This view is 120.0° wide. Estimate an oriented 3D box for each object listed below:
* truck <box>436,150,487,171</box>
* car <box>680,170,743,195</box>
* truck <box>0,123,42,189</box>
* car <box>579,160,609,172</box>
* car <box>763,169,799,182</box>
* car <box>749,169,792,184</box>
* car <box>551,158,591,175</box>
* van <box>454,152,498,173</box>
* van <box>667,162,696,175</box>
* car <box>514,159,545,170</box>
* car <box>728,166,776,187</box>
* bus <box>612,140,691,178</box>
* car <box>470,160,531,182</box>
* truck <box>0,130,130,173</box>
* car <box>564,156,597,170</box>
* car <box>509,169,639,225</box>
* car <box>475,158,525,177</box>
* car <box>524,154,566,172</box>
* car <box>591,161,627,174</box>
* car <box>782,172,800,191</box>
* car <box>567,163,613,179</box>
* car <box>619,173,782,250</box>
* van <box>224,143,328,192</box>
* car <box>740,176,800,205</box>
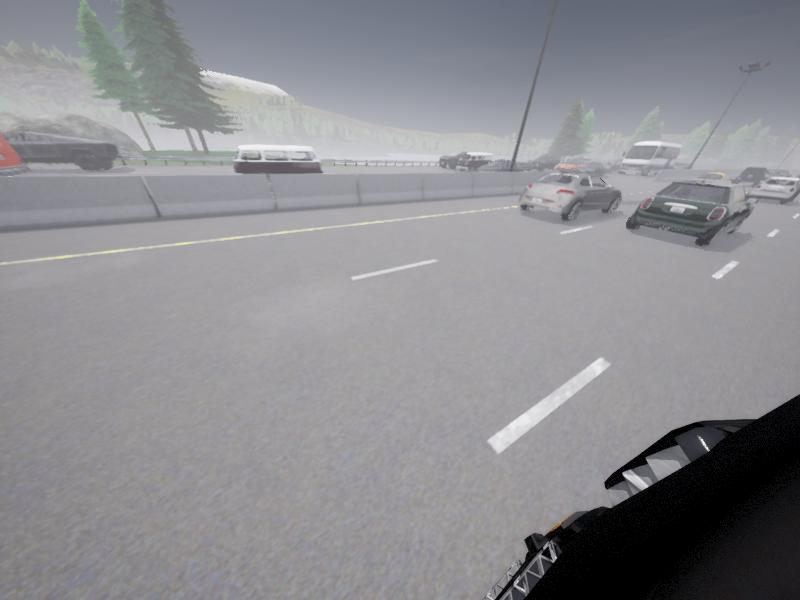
[{"bbox_3d":[8.143,-18.377,30.432,6.274,2.098,2.390,-16,38,-26],"label":"truck"},{"bbox_3d":[26.428,-10.029,19.560,5.366,1.575,1.801,-16,38,-26],"label":"car"},{"bbox_3d":[-20.198,-5.945,9.300,5.204,2.467,2.627,-16,38,-26],"label":"truck"},{"bbox_3d":[33.778,-23.261,40.142,4.514,1.525,2.007,-16,38,-26],"label":"car"},{"bbox_3d":[60.918,-19.943,36.936,4.856,1.649,2.033,-16,38,-26],"label":"car"},{"bbox_3d":[51.946,-17.382,32.395,4.611,1.667,2.242,-16,38,-26],"label":"car"},{"bbox_3d":[23.132,-18.090,31.328,4.553,1.767,2.097,-16,38,-26],"label":"car"},{"bbox_3d":[9.069,-16.389,27.541,4.480,2.038,2.069,-16,38,-26],"label":"van"},{"bbox_3d":[51.376,-24.042,42.131,4.442,1.987,1.775,-17,38,-25],"label":"van"},{"bbox_3d":[20.758,-21.663,37.018,4.718,1.301,1.895,-16,38,-26],"label":"car"},{"bbox_3d":[40.344,-14.146,26.483,3.866,1.878,1.905,-16,38,-26],"label":"car"},{"bbox_3d":[37.352,-20.871,34.304,10.273,4.253,3.944,-16,38,-26],"label":"bus"},{"bbox_3d":[9.110,-11.722,20.969,4.902,1.511,2.128,-16,38,-26],"label":"car"},{"bbox_3d":[-22.716,-9.528,14.879,6.274,2.098,2.390,-16,38,-26],"label":"truck"},{"bbox_3d":[33.987,-25.762,43.471,5.566,2.045,2.150,-16,38,-26],"label":"car"},{"bbox_3d":[7.512,-4.623,10.016,5.027,1.651,2.152,-16,38,-26],"label":"car"},{"bbox_3d":[10.963,-14.491,25.273,4.974,1.542,2.038,-16,38,-26],"label":"car"},{"bbox_3d":[21.127,-19.848,33.618,5.566,2.045,2.150,-16,38,-26],"label":"car"},{"bbox_3d":[32.809,-20.792,36.253,5.027,1.651,2.152,-16,38,-26],"label":"car"},{"bbox_3d":[43.968,-12.838,25.018,3.988,1.617,1.851,-16,38,-26],"label":"car"},{"bbox_3d":[23.146,-15.700,28.078,5.357,1.411,2.033,-16,38,-26],"label":"car"},{"bbox_3d":[10.362,-3.281,8.030,4.553,1.767,2.097,-16,38,-26],"label":"car"},{"bbox_3d":[-6.688,-7.414,12.860,4.480,2.038,2.069,-16,38,-26],"label":"van"},{"bbox_3d":[26.613,-7.809,16.309,3.806,1.475,1.970,-16,38,-26],"label":"car"}]
